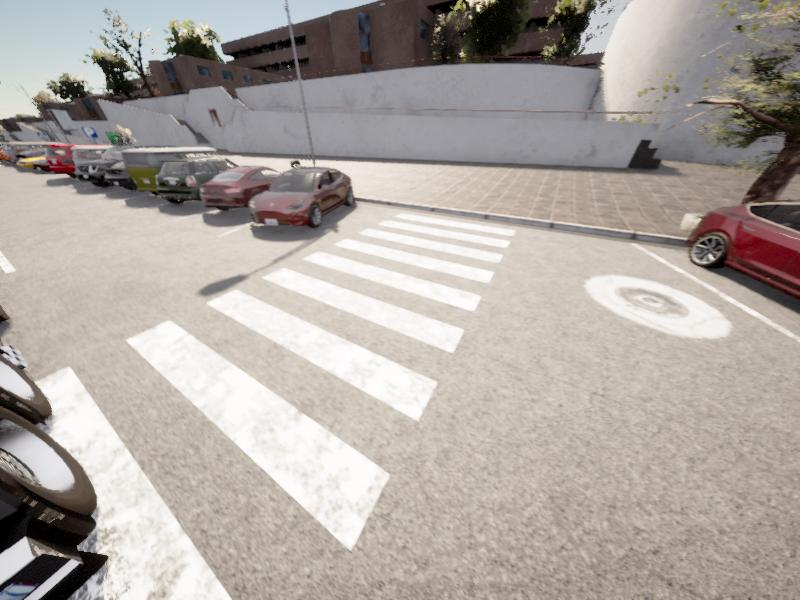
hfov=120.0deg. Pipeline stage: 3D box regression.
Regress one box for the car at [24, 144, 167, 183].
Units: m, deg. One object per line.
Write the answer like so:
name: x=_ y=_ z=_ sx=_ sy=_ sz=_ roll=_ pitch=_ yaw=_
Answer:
car: x=-21.344 y=-10.098 z=16.808 sx=2.435 sy=2.045 sz=5.566 roll=6 pitch=35 yaw=8

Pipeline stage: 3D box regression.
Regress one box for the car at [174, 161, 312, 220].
car: x=-5.855 y=-4.745 z=9.573 sx=2.002 sy=1.452 sz=4.674 roll=6 pitch=35 yaw=8

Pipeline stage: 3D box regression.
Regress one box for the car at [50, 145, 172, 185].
car: x=-18.777 y=-9.145 z=15.473 sx=1.878 sy=1.987 sz=4.442 roll=6 pitch=35 yaw=8

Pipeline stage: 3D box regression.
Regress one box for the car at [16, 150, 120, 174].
car: x=-29.101 y=-12.402 z=20.592 sx=2.163 sy=1.488 sz=4.792 roll=6 pitch=35 yaw=8

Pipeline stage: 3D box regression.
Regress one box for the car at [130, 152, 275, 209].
car: x=-8.440 y=-5.715 z=10.686 sx=2.185 sy=1.767 sz=4.553 roll=6 pitch=35 yaw=8

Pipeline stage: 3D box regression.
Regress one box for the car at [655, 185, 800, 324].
car: x=7.140 y=-0.468 z=3.362 sx=2.163 sy=1.488 sz=4.792 roll=6 pitch=35 yaw=8

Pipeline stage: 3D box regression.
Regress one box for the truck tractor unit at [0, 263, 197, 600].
truck tractor unit: x=-5.114 y=-0.298 z=0.782 sx=6.516 sy=4.208 sz=3.053 roll=18 pitch=39 yaw=24

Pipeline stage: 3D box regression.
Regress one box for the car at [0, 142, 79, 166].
car: x=-39.440 y=-16.038 z=25.237 sx=1.878 sy=1.987 sz=4.442 roll=7 pitch=35 yaw=8

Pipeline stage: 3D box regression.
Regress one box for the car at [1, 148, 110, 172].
car: x=-31.707 y=-13.205 z=21.666 sx=1.946 sy=1.575 sz=5.366 roll=6 pitch=35 yaw=8

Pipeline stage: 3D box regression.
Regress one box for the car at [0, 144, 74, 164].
car: x=-42.022 y=-16.886 z=26.575 sx=2.185 sy=1.767 sz=4.553 roll=6 pitch=35 yaw=8

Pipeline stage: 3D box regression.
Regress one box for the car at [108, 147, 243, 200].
car: x=-10.998 y=-6.729 z=11.978 sx=1.878 sy=1.987 sz=4.442 roll=6 pitch=35 yaw=8

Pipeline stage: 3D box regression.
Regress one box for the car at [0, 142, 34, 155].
car: x=-62.663 y=-23.853 z=36.322 sx=2.231 sy=1.521 sz=4.892 roll=7 pitch=35 yaw=8

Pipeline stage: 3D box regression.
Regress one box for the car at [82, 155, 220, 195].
car: x=-13.601 y=-7.322 z=13.235 sx=2.231 sy=1.521 sz=4.892 roll=6 pitch=35 yaw=8

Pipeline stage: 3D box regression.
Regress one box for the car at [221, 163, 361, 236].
car: x=-3.252 y=-3.885 z=8.308 sx=2.163 sy=1.488 sz=4.792 roll=6 pitch=35 yaw=8

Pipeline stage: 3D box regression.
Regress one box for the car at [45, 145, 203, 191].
car: x=-16.179 y=-8.366 z=14.302 sx=2.435 sy=2.045 sz=5.566 roll=6 pitch=35 yaw=8
